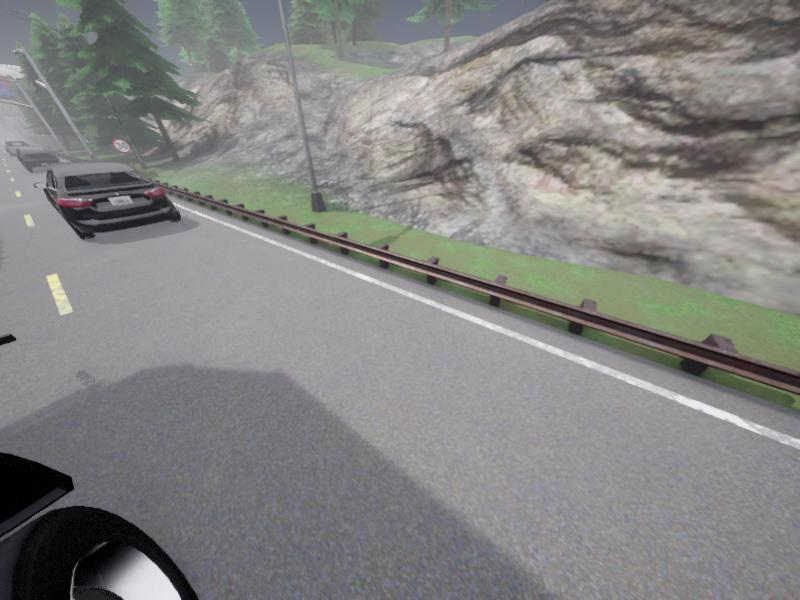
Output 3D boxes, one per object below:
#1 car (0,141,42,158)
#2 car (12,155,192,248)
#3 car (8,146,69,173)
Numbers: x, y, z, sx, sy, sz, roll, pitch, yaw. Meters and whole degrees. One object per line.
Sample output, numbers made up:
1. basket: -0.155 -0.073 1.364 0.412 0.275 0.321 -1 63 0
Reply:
1. car: -48.999 -19.511 29.811 4.611 1.667 2.242 22 41 28
2. car: -8.995 -3.270 7.025 4.611 1.667 2.242 22 41 28
3. car: -28.277 -11.043 18.046 4.892 1.490 1.837 22 41 28
